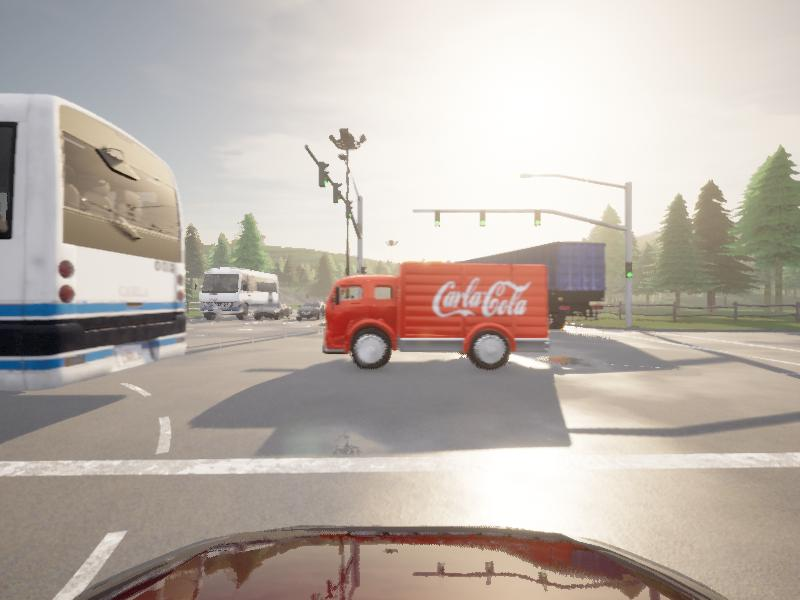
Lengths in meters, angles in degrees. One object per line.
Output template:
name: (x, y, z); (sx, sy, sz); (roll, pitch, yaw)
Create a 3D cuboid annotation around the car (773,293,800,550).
car: (3.588, 0.781, 0.220); (2.152, 1.651, 5.027); (0, 0, 1)

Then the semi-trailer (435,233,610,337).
semi-trailer: (5.956, -0.626, 24.140); (2.717, 4.402, 14.254); (-1, 0, -16)

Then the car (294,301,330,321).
car: (-7.151, 0.847, 33.114); (1.837, 1.490, 4.892); (0, 0, 1)

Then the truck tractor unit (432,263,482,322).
truck tractor unit: (4.330, -0.518, 31.826); (3.053, 4.208, 6.516); (0, 0, 1)

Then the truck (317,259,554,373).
truck: (0.754, 0.362, 10.076); (5.204, 2.467, 2.627); (0, 0, -2)

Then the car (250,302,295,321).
car: (-10.636, 0.897, 33.877); (2.033, 1.411, 5.357); (0, 0, 1)

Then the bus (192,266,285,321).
bus: (-13.965, -0.531, 36.031); (3.944, 4.253, 10.273); (0, 0, 1)

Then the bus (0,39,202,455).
bus: (-9.050, -0.534, 5.913); (10.273, 4.253, 3.944); (0, 0, -2)
